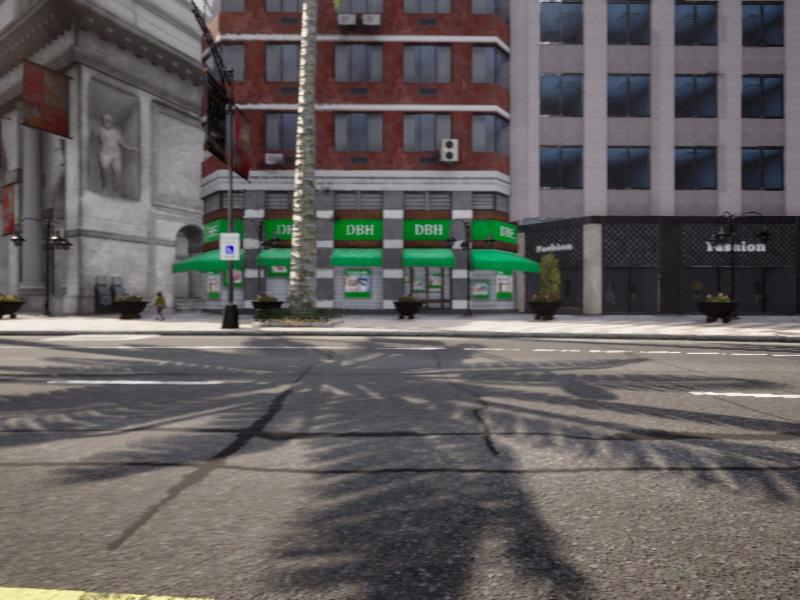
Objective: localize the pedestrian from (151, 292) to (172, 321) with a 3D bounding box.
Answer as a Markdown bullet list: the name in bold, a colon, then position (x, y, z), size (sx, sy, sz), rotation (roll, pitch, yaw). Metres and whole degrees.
- **pedestrian**: position (-9.039, 0.239, 15.147), size (0.500, 1.100, 0.500), rotation (0, 0, 1)
